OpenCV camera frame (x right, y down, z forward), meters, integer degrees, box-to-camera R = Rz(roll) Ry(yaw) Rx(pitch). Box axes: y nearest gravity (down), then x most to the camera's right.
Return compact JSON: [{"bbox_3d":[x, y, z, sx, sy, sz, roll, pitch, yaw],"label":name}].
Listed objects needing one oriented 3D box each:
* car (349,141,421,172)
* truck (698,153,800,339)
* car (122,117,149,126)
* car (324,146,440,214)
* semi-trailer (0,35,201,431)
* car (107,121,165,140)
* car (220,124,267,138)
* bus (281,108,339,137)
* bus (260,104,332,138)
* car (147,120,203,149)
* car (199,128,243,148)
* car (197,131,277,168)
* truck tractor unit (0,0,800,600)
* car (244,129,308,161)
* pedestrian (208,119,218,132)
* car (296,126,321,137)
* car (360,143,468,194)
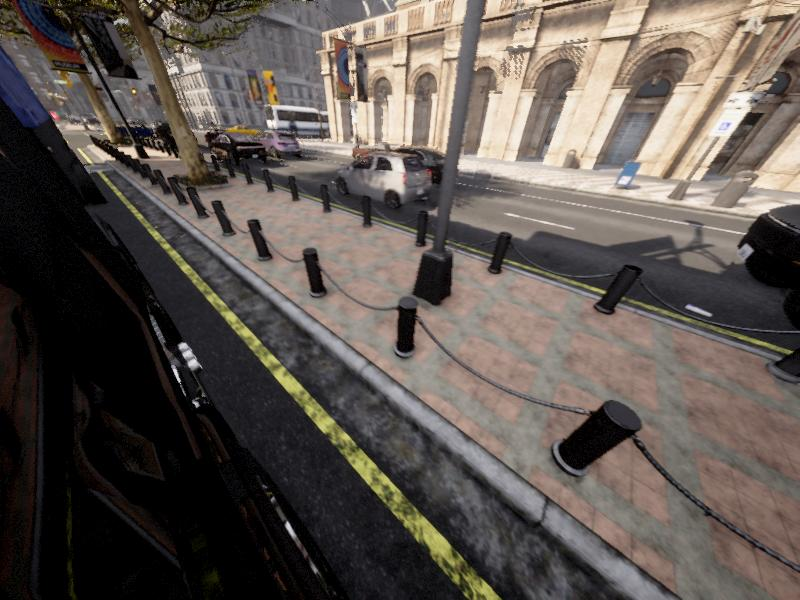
[{"bbox_3d":[-1.088,-9.789,15.571,4.718,1.301,1.895,28,44,30],"label":"car"},{"bbox_3d":[8.307,0.157,2.205,6.274,2.098,2.390,28,44,30],"label":"truck"},{"bbox_3d":[-67.721,-45.808,59.283,2.152,1.651,5.027,-6,37,-12],"label":"car"},{"bbox_3d":[-0.715,-4.408,8.218,3.633,1.501,1.845,28,44,30],"label":"car"},{"bbox_3d":[-8.661,-3.627,4.270,14.254,4.402,2.717,29,44,30],"label":"semi-trailer"},{"bbox_3d":[-28.979,-18.641,25.459,1.789,1.549,3.705,28,44,30],"label":"car"},{"bbox_3d":[-23.728,-25.706,35.200,1.801,1.575,5.366,30,45,32],"label":"car"},{"bbox_3d":[-18.346,-36.822,48.155,3.944,4.253,10.273,28,44,30],"label":"bus"},{"bbox_3d":[-17.620,-30.982,40.397,3.944,4.253,10.273,28,43,30],"label":"bus"},{"bbox_3d":[-19.940,-14.720,20.506,4.605,1.855,1.932,26,42,28],"label":"car"},{"bbox_3d":[-17.813,-16.171,23.004,4.181,1.385,1.994,28,44,30],"label":"car"},{"bbox_3d":[-10.137,-9.411,14.330,4.902,1.511,2.128,28,44,30],"label":"car"},{"bbox_3d":[-2.645,-0.295,0.351,6.516,4.208,3.053,28,44,30],"label":"truck tractor unit"},{"bbox_3d":[-9.405,-11.804,17.482,4.856,1.649,2.033,29,44,29],"label":"car"},{"bbox_3d":[-35.885,-33.484,44.306,0.751,1.860,0.751,22,41,24],"label":"pedestrian"},{"bbox_3d":[-17.904,-32.937,45.200,1.851,1.617,3.988,28,44,30],"label":"car"},{"bbox_3d":[0.479,-6.494,11.109,4.892,1.490,1.837,28,44,30],"label":"car"}]
